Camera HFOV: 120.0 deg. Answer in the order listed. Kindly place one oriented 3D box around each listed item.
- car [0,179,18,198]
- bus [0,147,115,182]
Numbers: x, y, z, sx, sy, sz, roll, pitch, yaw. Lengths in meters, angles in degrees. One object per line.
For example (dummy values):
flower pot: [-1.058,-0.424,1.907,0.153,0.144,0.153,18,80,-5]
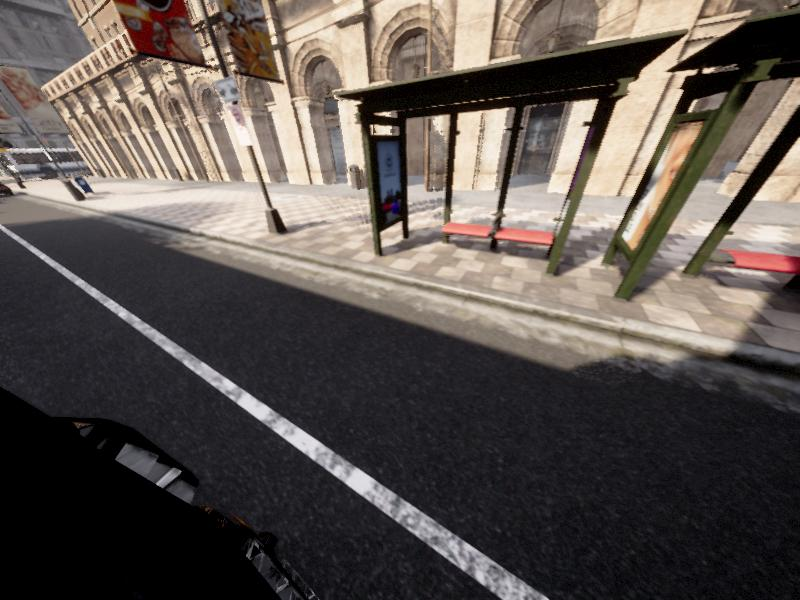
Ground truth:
car: [-35.311,-9.555,19.783,4.718,1.301,1.895,15,38,25]
bus: [-57.143,-22.913,38.835,3.944,4.253,10.273,10,36,20]
